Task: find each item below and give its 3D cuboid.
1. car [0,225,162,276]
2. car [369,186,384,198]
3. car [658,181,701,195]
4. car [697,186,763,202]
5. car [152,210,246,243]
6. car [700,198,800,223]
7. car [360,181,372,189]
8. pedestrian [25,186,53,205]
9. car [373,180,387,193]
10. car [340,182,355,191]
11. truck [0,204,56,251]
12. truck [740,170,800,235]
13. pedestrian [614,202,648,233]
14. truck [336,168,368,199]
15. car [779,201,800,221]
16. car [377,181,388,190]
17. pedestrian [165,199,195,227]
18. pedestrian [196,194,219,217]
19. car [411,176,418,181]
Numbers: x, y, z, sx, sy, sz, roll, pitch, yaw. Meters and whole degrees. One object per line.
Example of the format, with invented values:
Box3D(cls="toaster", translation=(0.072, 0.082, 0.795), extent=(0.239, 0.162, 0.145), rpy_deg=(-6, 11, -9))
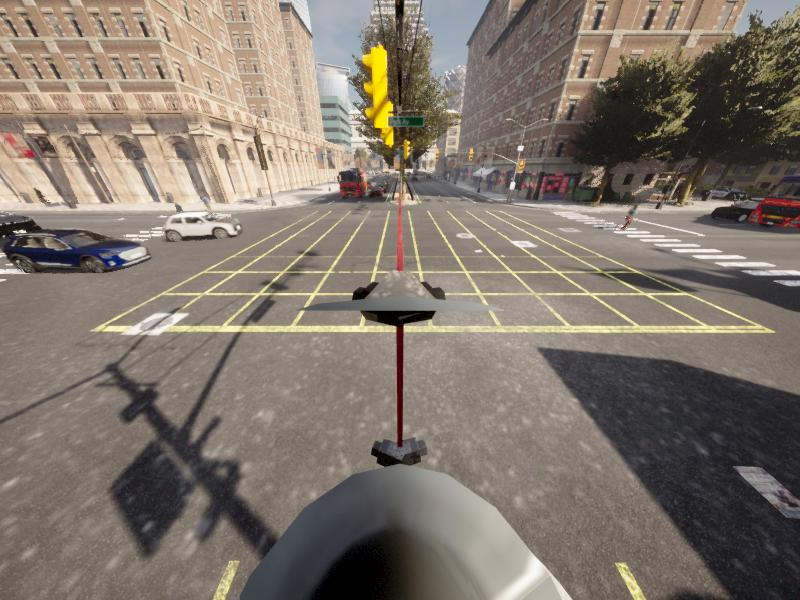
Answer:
Box3D(cls="car", translation=(-14.371, -2.270, 10.308), extent=(4.856, 1.649, 2.033), rpy_deg=(0, 30, 0))
Box3D(cls="car", translation=(-3.577, -16.711, 35.654), extent=(1.895, 1.301, 4.718), rpy_deg=(0, 30, 0))
Box3D(cls="car", translation=(46.025, -18.540, 38.227), extent=(1.905, 1.878, 3.866), rpy_deg=(0, 30, 0))
Box3D(cls="car", translation=(45.916, -14.963, 32.392), extent=(2.038, 1.542, 4.974), rpy_deg=(0, 30, 1))
Box3D(cls="car", translation=(-12.481, -4.730, 14.722), extent=(3.806, 1.475, 1.970), rpy_deg=(-7, 31, -11))
Box3D(cls="car", translation=(29.571, -7.588, 19.507), extent=(5.238, 1.638, 1.930), rpy_deg=(0, 30, -1))
Box3D(cls="car", translation=(-7.048, -24.187, 48.530), extent=(1.994, 1.385, 4.181), rpy_deg=(0, 30, -1))
Box3D(cls="pedestrian", translation=(-41.763, -12.089, 26.731), extent=(0.751, 1.860, 0.751), rpy_deg=(1, 30, 2))
Box3D(cls="car", translation=(-3.558, -20.387, 41.522), extent=(2.097, 1.767, 4.553), rpy_deg=(0, 30, 0))
Box3D(cls="car", translation=(-10.295, -22.354, 45.417), extent=(1.895, 1.301, 4.718), rpy_deg=(0, 30, 0))
Box3D(cls="truck", translation=(-25.110, -4.208, 13.195), extent=(6.274, 2.098, 2.390), rpy_deg=(0, 30, 0))
Box3D(cls="truck", translation=(30.927, -6.786, 15.937), extent=(8.468, 3.827, 2.891), rpy_deg=(0, 30, 0))
Box3D(cls="pedestrian", translation=(15.874, -5.687, 15.947), extent=(0.751, 1.860, 0.751), rpy_deg=(0, 30, 1))
Box3D(cls="truck", translation=(-7.080, -18.109, 35.546), extent=(2.891, 3.827, 8.468), rpy_deg=(0, 30, 0))
Box3D(cls="car", translation=(36.309, -7.511, 19.571), extent=(4.674, 1.442, 1.812), rpy_deg=(0, 30, 0))
Box3D(cls="car", translation=(-3.540, -23.214, 46.736), extent=(1.970, 1.475, 3.806), rpy_deg=(0, 30, 0))
Box3D(cls="pedestrian", translation=(-16.640, -6.603, 17.534), extent=(0.751, 1.860, 0.751), rpy_deg=(4, 30, 7))
Box3D(cls="pedestrian", translation=(-17.614, -8.694, 21.155), extent=(0.751, 1.860, 0.751), rpy_deg=(-1, 30, -1))
Box3D(cls="car", translation=(4.548, -38.729, 73.642), extent=(1.812, 1.442, 4.674), rpy_deg=(0, 30, 0))
